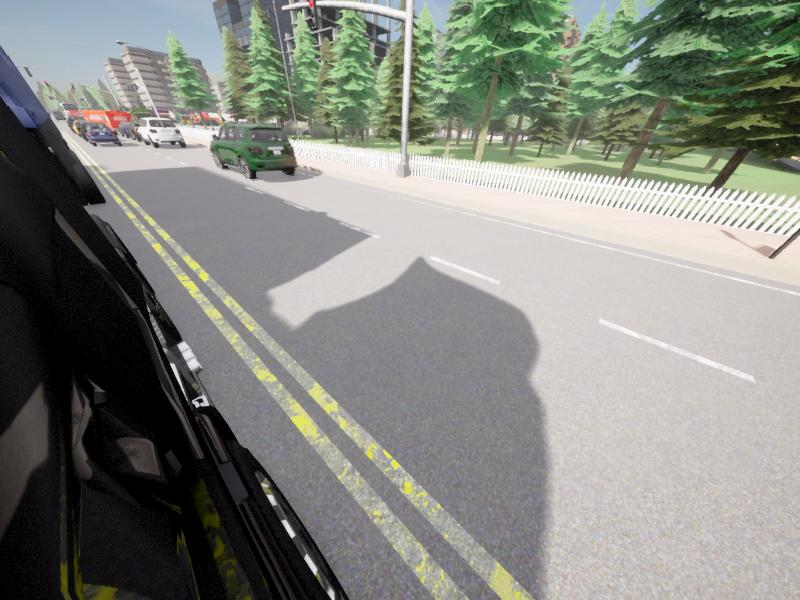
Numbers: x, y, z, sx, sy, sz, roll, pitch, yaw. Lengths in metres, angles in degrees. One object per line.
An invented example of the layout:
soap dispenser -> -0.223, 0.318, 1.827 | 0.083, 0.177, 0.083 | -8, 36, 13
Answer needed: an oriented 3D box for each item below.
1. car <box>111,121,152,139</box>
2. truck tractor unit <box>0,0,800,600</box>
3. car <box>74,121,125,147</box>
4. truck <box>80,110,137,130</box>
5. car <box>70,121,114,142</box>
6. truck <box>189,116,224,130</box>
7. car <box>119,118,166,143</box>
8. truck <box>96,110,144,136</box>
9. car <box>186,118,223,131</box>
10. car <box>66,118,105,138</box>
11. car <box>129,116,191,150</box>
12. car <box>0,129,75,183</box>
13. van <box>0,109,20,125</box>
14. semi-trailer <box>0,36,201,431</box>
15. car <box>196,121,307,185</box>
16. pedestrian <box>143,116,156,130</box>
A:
car -> -31.513, -19.984, 27.129 | 4.792, 1.488, 2.163 | 28, 44, 30
truck tractor unit -> -2.645, -0.295, 0.351 | 6.516, 4.208, 3.053 | 28, 44, 30
car -> -24.990, -13.813, 19.232 | 3.705, 1.549, 1.789 | 28, 44, 30
truck -> -51.287, -31.864, 40.933 | 5.204, 2.467, 2.627 | -15, 40, -22
car -> -29.837, -16.355, 22.391 | 4.193, 1.474, 1.816 | 28, 44, 30
truck -> -45.427, -41.639, 54.373 | 2.627, 2.467, 5.204 | 27, 43, 29
car -> -26.500, -17.482, 23.769 | 4.605, 1.855, 1.932 | 28, 44, 30
truck -> -36.383, -22.979, 29.999 | 5.204, 2.467, 2.627 | 28, 44, 30
car -> -43.670, -39.380, 51.809 | 2.150, 2.045, 5.566 | 27, 43, 29
car -> -35.187, -19.244, 25.826 | 5.366, 1.575, 1.801 | 28, 44, 30
car -> -20.939, -14.594, 20.119 | 5.566, 2.045, 2.150 | 28, 44, 30
car -> -15.558, -6.030, 9.508 | 3.806, 1.475, 1.970 | 28, 44, 30
van -> -67.986, -31.402, 39.633 | 4.480, 2.038, 2.069 | 28, 44, 30
semi-trailer -> -8.660, -3.632, 4.262 | 14.254, 4.402, 2.717 | 29, 44, 30
car -> -7.295, -7.347, 11.292 | 5.566, 2.045, 2.150 | 28, 44, 30
pedestrian -> -41.984, -29.639, 38.760 | 0.751, 1.860, 0.751 | 30, 45, 32
